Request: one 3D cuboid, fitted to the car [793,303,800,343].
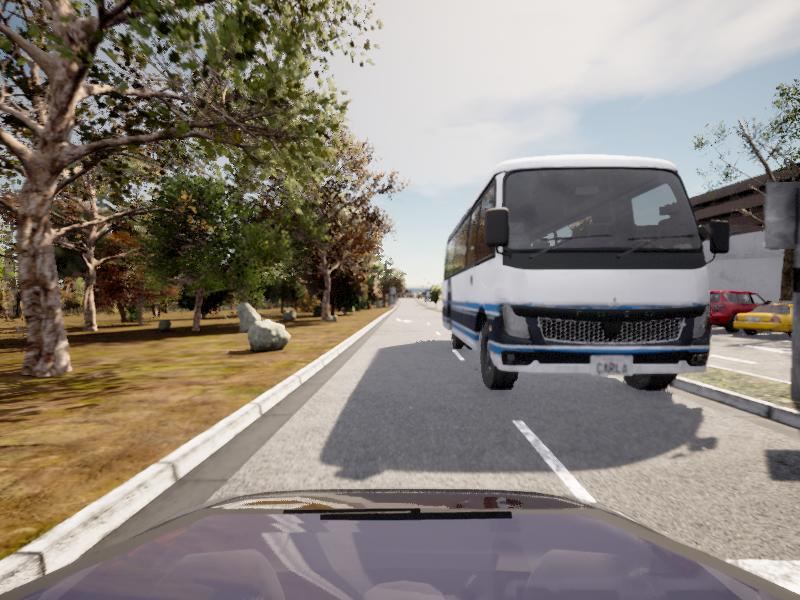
[{"bbox_3d":[17.016,0.864,14.543,4.674,1.452,2.002,1,0,-19],"label":"car"}]

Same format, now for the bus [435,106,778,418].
[{"bbox_3d":[3.271,-0.546,10.626,3.944,4.253,10.273,0,0,1],"label":"bus"}]

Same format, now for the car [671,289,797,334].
[{"bbox_3d":[17.135,0.566,20.559,5.566,2.045,2.435,1,0,-19],"label":"car"}]

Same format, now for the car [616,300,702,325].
[{"bbox_3d":[17.188,0.814,26.547,4.892,1.521,2.231,1,0,-19],"label":"car"}]

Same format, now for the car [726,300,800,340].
[{"bbox_3d":[17.240,0.820,17.608,5.366,1.575,1.946,1,0,-19],"label":"car"}]

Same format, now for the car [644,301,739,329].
[{"bbox_3d":[17.169,0.844,23.563,4.792,1.488,2.163,1,0,-19],"label":"car"}]
